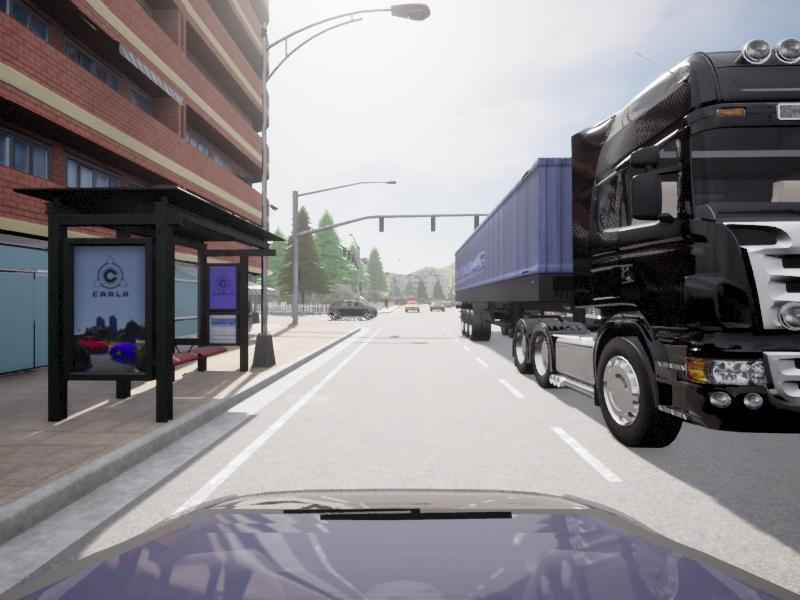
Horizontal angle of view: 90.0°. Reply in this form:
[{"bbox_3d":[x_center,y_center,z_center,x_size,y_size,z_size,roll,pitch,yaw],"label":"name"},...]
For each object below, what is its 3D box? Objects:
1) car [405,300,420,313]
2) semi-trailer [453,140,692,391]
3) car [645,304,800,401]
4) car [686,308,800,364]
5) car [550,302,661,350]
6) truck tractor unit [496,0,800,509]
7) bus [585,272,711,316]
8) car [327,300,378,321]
[{"bbox_3d":[1.651,0.801,52.279,1.801,1.575,5.366,0,0,3],"label":"car"},{"bbox_3d":[3.960,-0.618,14.165,2.717,4.402,14.254,0,0,2],"label":"semi-trailer"},{"bbox_3d":[7.280,0.845,8.035,1.837,1.490,4.892,0,0,2],"label":"car"},{"bbox_3d":[10.890,0.944,11.627,1.895,1.301,4.718,0,0,2],"label":"car"},{"bbox_3d":[7.494,0.845,15.241,1.837,1.490,4.892,0,0,2],"label":"car"},{"bbox_3d":[3.726,-0.516,6.257,3.053,4.208,6.516,0,0,2],"label":"truck tractor unit"},{"bbox_3d":[24.878,-0.589,40.654,10.273,4.253,3.944,0,0,1],"label":"bus"},{"bbox_3d":[-3.576,0.767,30.657,3.705,1.549,1.789,0,0,-2],"label":"car"}]
